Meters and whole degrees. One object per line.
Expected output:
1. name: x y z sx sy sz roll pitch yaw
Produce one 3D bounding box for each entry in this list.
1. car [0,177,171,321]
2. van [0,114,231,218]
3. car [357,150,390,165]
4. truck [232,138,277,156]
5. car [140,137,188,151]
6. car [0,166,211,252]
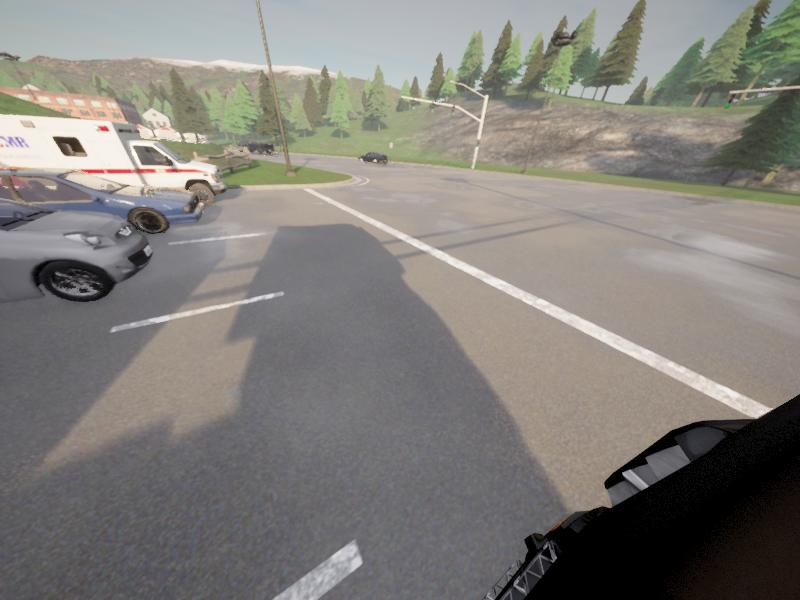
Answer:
1. car: -6.082 -0.714 3.172 3.633 1.501 1.845 -16 38 -26
2. van: -9.890 -4.476 7.722 6.366 2.431 2.351 -16 38 -26
3. car: -3.853 -20.457 33.197 4.892 1.490 1.837 27 40 32
4. truck: -24.664 -25.951 39.225 6.274 2.098 2.390 13 34 14
5. car: -38.445 -25.464 37.764 5.238 1.638 1.930 2 33 -2
6. car: -8.177 -2.301 5.518 5.357 1.411 2.033 -16 38 -26
